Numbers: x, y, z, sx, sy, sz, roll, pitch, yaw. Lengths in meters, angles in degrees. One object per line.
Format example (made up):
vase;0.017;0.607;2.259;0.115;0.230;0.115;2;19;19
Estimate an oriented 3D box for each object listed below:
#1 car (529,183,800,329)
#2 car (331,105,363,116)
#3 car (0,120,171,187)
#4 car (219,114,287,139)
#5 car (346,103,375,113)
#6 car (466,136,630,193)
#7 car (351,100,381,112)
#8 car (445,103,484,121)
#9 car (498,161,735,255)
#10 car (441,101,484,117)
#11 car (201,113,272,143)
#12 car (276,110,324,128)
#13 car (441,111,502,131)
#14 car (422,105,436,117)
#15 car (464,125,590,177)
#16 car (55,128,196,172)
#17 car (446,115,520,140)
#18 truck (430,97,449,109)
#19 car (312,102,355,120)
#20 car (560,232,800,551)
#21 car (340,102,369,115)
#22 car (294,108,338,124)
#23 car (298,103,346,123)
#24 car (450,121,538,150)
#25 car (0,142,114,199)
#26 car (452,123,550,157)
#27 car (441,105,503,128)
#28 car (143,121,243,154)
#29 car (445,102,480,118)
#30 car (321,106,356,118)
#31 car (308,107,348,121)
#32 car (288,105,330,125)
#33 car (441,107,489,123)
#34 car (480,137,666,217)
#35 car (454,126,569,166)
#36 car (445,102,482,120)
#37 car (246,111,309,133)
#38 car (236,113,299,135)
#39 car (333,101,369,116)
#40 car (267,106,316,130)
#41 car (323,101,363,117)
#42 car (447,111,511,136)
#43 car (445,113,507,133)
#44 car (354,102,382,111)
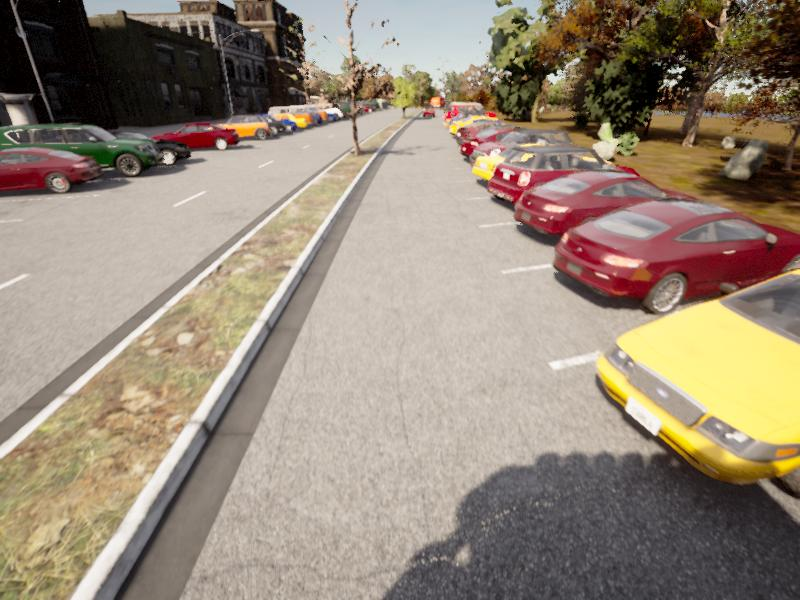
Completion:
car;4.936;-0.978;6.911;4.674;1.452;2.002;-8;28;-17
car;-8.520;-30.591;64.594;4.792;1.488;2.163;-8;28;-12
car;-12.965;-6.124;16.401;5.566;2.045;2.435;-9;28;-15
car;-11.829;-14.161;32.594;4.892;1.521;2.231;-8;28;-13
car;-7.396;-36.094;75.227;5.008;1.535;2.097;-8;28;-12
car;5.398;-5.105;14.839;5.366;1.575;1.946;-8;28;-16
car;-6.832;-39.072;80.441;5.566;2.045;2.435;-8;28;-12
car;8.250;-24.223;51.487;4.442;1.987;1.878;-6;28;-13
car;5.011;-2.333;9.543;4.674;1.452;2.002;-8;28;-16
car;9.216;-28.334;59.421;5.566;2.045;2.435;-6;28;-13
car;-12.051;-12.897;29.858;4.553;1.767;2.185;-8;28;-14
car;-10.821;-19.624;43.282;4.792;1.488;2.163;-8;28;-13
car;6.817;-17.237;38.402;5.366;1.575;1.946;-7;28;-13
car;4.395;-28.392;60.051;1.851;1.617;3.988;2;27;5
car;5.384;-6.544;17.365;4.553;1.767;2.185;-7;29;-15
car;-12.845;-7.273;19.190;5.008;1.535;2.097;-9;28;-15
car;6.254;-13.197;30.563;5.008;1.535;2.097;-7;28;-14
truck;9.474;-47.304;96.143;2.627;2.467;5.204;12;29;24
car;-9.421;-26.722;56.463;5.566;2.045;2.435;-8;28;-12
car;4.707;0.366;4.199;5.366;1.575;1.946;-8;29;-17
car;-7.946;-33.464;69.840;4.553;1.767;2.185;-8;28;-12
car;-10.237;-22.398;48.608;5.008;1.535;2.097;-8;28;-12
car;-9.983;-23.985;51.143;5.566;2.045;2.435;-8;28;-13
car;5.877;-10.470;25.331;4.792;1.488;2.163;-7;28;-15
car;-13.109;-4.477;13.834;4.674;1.452;2.002;-9;29;-16
car;5.634;-9.105;22.677;4.792;1.488;2.163;-7;29;-15
car;7.289;-18.840;40.977;5.566;2.045;2.435;-6;28;-13
car;-12.487;-10.028;24.551;5.008;1.535;2.097;-9;28;-14
car;8.799;-26.937;56.760;4.442;1.987;1.878;-6;28;-13
car;-9.082;-27.852;59.271;4.792;1.488;2.163;-8;28;-13
car;-9.676;-25.136;53.929;5.008;1.535;2.097;-8;28;-12
car;-10.408;-21.246;45.871;4.442;1.987;1.878;-8;28;-13
car;7.903;-22.662;48.941;5.366;1.575;1.946;-6;28;-13
car;5.080;-3.831;12.091;4.553;1.767;2.185;-8;28;-16
car;5.492;-7.785;20.048;5.008;1.535;2.097;-7;28;-15
car;8.525;-25.580;54.124;4.442;1.987;1.878;-6;28;-13
car;-11.513;-16.886;37.892;5.366;1.575;1.946;-8;28;-13
car;-11.604;-15.538;35.271;5.008;1.535;2.097;-8;28;-13
car;-8.242;-32.212;67.131;5.566;2.045;2.435;-8;28;-12
car;-10.960;-18.502;40.535;4.442;1.987;1.878;-8;28;-13
car;-8.808;-29.472;61.806;5.566;2.045;2.435;-8;28;-12
car;6.465;-14.658;33.127;4.553;1.767;2.185;-7;28;-14
car;6.733;-15.903;35.822;4.892;1.521;2.231;-7;28;-14
car;-6.688;-40.223;83.194;5.366;1.575;1.946;-8;28;-12
